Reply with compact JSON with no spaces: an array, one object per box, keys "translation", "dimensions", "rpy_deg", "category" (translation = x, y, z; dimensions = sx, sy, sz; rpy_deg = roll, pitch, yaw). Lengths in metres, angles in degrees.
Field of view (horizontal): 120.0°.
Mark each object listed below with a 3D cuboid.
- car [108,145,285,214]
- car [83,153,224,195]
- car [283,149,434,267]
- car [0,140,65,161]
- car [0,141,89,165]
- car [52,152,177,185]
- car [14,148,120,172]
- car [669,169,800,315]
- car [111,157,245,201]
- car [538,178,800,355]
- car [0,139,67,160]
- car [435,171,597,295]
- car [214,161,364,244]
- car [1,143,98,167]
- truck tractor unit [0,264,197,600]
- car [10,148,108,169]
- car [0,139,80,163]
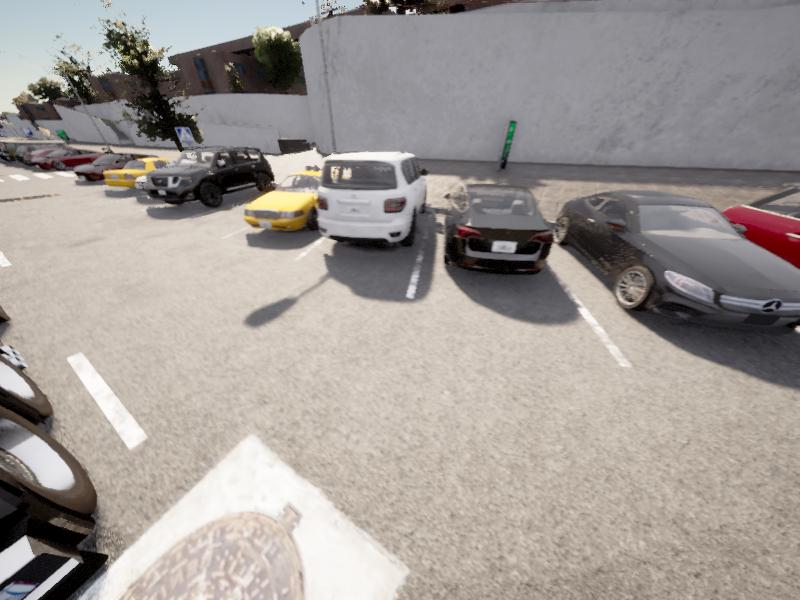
[{"translation":[-8.250,-5.764,10.529],"dimensions":[2.435,2.045,5.566],"rpy_deg":[6,35,8],"category":"car"},{"translation":[-13.426,-7.419,13.300],"dimensions":[1.946,1.575,5.366],"rpy_deg":[6,35,8],"category":"car"},{"translation":[-0.451,-3.223,6.873],"dimensions":[2.435,2.045,5.566],"rpy_deg":[6,35,8],"category":"car"},{"translation":[-44.566,-17.897,27.565],"dimensions":[1.878,1.987,4.442],"rpy_deg":[6,35,8],"category":"car"},{"translation":[-36.788,-15.421,24.111],"dimensions":[1.878,1.987,4.442],"rpy_deg":[6,35,8],"category":"car"},{"translation":[-18.653,-9.020,15.592],"dimensions":[2.163,1.488,4.792],"rpy_deg":[6,35,8],"category":"car"},{"translation":[-29.045,-12.517,20.483],"dimensions":[2.163,1.488,4.792],"rpy_deg":[6,35,8],"category":"car"},{"translation":[7.352,-0.581,3.217],"dimensions":[2.185,1.767,4.553],"rpy_deg":[6,35,8],"category":"car"},{"translation":[-10.850,-6.413,11.950],"dimensions":[2.002,1.452,4.674],"rpy_deg":[6,35,8],"category":"car"},{"translation":[4.752,-1.266,4.532],"dimensions":[2.002,1.452,4.674],"rpy_deg":[6,35,8],"category":"car"},{"translation":[-47.133,-18.871,28.886],"dimensions":[2.435,2.045,5.566],"rpy_deg":[6,35,8],"category":"car"},{"translation":[2.145,-2.142,5.792],"dimensions":[2.163,1.488,4.792],"rpy_deg":[6,35,8],"category":"car"},{"translation":[-3.084,-3.755,8.077],"dimensions":[1.946,1.575,5.366],"rpy_deg":[6,35,8],"category":"car"},{"translation":[-34.231,-14.388,22.832],"dimensions":[2.185,1.767,4.553],"rpy_deg":[6,35,8],"category":"car"},{"translation":[-5.118,-0.293,0.781],"dimensions":[6.516,4.208,3.053],"rpy_deg":[18,39,24],"category":"truck tractor unit"},{"translation":[-31.647,-13.398,21.734],"dimensions":[2.002,1.452,4.674],"rpy_deg":[6,35,8],"category":"car"},{"translation":[-41.968,-17.098,26.408],"dimensions":[2.435,2.045,5.566],"rpy_deg":[6,35,8],"category":"car"}]
